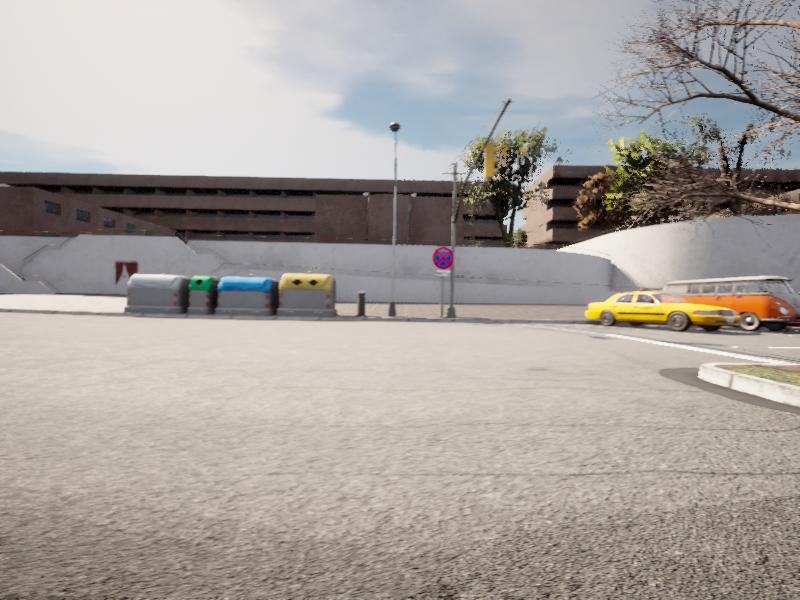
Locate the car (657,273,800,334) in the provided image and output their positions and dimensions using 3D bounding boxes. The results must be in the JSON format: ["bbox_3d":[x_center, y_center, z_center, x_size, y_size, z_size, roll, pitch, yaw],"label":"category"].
[{"bbox_3d":[12.710,0.144,15.478,1.878,1.987,4.442,1,-1,-20],"label":"car"}]

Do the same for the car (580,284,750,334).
[{"bbox_3d":[9.749,0.329,15.419,1.946,1.575,5.366,1,-1,-20],"label":"car"}]

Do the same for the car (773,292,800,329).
[{"bbox_3d":[18.564,0.445,15.743,1.946,1.575,5.366,1,-1,-20],"label":"car"}]

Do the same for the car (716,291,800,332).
[{"bbox_3d":[15.634,0.438,15.602,2.163,1.488,4.792,1,-1,-20],"label":"car"}]
